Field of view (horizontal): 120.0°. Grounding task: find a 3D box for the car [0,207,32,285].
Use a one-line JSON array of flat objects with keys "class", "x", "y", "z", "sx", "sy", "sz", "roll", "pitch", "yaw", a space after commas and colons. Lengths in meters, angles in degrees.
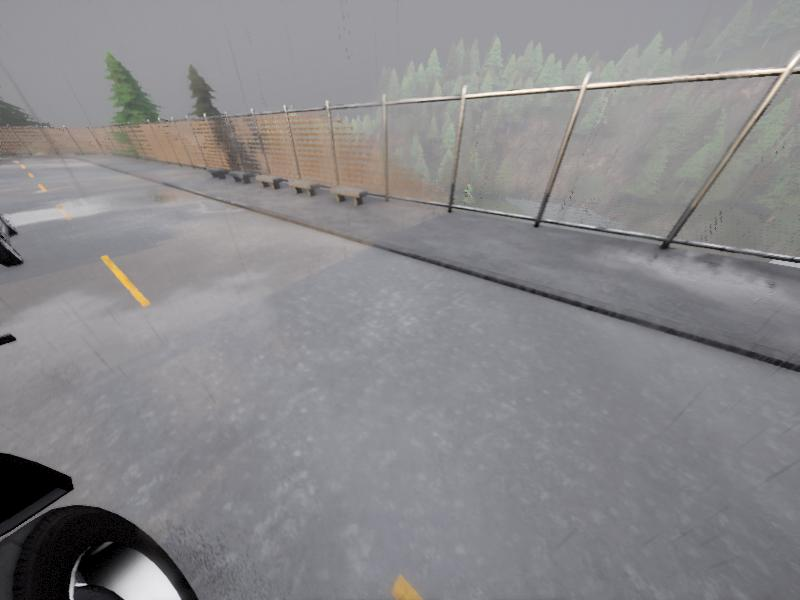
[{"class": "car", "x": -9.863, "y": -1.539, "z": 4.606, "sx": 5.238, "sy": 1.638, "sz": 1.930, "roll": 22, "pitch": 41, "yaw": 28}]
